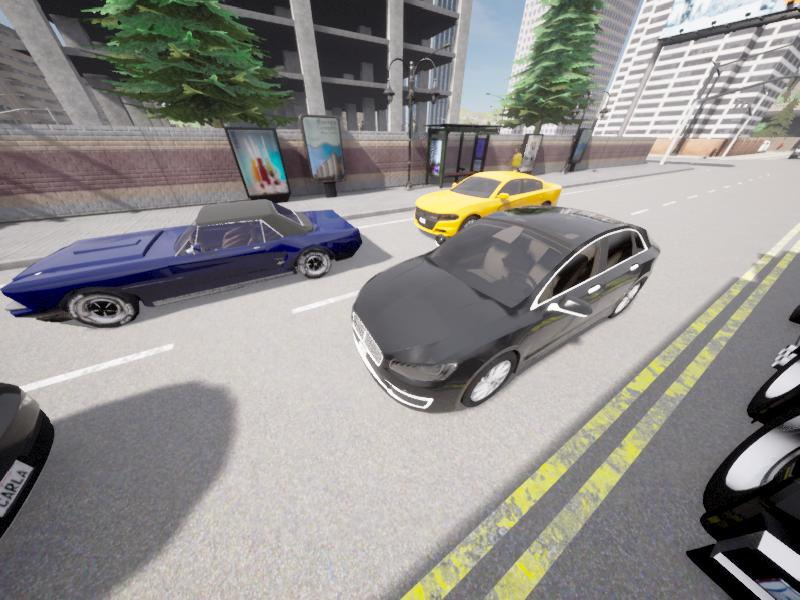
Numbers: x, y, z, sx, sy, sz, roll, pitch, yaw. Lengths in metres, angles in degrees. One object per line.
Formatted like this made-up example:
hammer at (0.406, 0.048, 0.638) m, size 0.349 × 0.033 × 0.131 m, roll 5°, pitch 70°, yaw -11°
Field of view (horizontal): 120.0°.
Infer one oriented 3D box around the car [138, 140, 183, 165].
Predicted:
car at (-23.718, -14.791, 23.071) m, size 1.905 × 1.878 × 3.866 m, roll -18°, pitch 39°, yaw -24°

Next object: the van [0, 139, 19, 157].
van at (-57.410, -21.415, 32.481) m, size 1.775 × 1.987 × 4.442 m, roll -18°, pitch 39°, yaw -25°

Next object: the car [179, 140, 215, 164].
car at (-21.173, -15.625, 24.287) m, size 1.905 × 1.878 × 3.866 m, roll -18°, pitch 39°, yaw -24°

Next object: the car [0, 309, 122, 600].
car at (-4.522, 1.646, 0.293) m, size 4.892 × 1.490 × 1.837 m, roll -18°, pitch 39°, yaw -25°

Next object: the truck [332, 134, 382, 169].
truck at (-4.004, -13.770, 21.295) m, size 2.615 × 2.467 × 5.204 m, roll -18°, pitch 39°, yaw -24°

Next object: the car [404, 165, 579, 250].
car at (2.771, -3.063, 7.069) m, size 5.008 × 1.535 × 1.882 m, roll -18°, pitch 39°, yaw -24°

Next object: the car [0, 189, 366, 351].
car at (-3.233, -1.005, 4.282) m, size 4.718 × 1.301 × 1.895 m, roll -18°, pitch 39°, yaw -24°

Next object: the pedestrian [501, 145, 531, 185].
pedestrian at (6.416, -7.528, 12.915) m, size 0.751 × 1.860 × 0.751 m, roll -7°, pitch 35°, yaw -10°

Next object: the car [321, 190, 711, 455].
car at (1.721, -0.393, 3.266) m, size 4.892 × 1.490 × 1.837 m, roll -18°, pitch 39°, yaw -24°

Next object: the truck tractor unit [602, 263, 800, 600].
truck tractor unit at (5.107, -0.304, 0.783) m, size 6.516 × 4.208 × 3.053 m, roll -18°, pitch 39°, yaw -24°

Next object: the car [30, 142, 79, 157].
car at (-50.833, -22.340, 34.178) m, size 2.152 × 1.651 × 5.027 m, roll -18°, pitch 39°, yaw -25°

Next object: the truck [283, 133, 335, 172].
truck at (-7.734, -12.548, 19.513) m, size 2.615 × 2.467 × 5.204 m, roll -18°, pitch 39°, yaw -24°

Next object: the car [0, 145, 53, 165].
car at (-39.377, -15.064, 23.890) m, size 1.882 × 1.535 × 5.008 m, roll -18°, pitch 39°, yaw -25°

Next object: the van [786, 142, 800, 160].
van at (61.192, -22.547, 34.597) m, size 5.915 × 2.561 × 1.988 m, roll -18°, pitch 39°, yaw -24°
